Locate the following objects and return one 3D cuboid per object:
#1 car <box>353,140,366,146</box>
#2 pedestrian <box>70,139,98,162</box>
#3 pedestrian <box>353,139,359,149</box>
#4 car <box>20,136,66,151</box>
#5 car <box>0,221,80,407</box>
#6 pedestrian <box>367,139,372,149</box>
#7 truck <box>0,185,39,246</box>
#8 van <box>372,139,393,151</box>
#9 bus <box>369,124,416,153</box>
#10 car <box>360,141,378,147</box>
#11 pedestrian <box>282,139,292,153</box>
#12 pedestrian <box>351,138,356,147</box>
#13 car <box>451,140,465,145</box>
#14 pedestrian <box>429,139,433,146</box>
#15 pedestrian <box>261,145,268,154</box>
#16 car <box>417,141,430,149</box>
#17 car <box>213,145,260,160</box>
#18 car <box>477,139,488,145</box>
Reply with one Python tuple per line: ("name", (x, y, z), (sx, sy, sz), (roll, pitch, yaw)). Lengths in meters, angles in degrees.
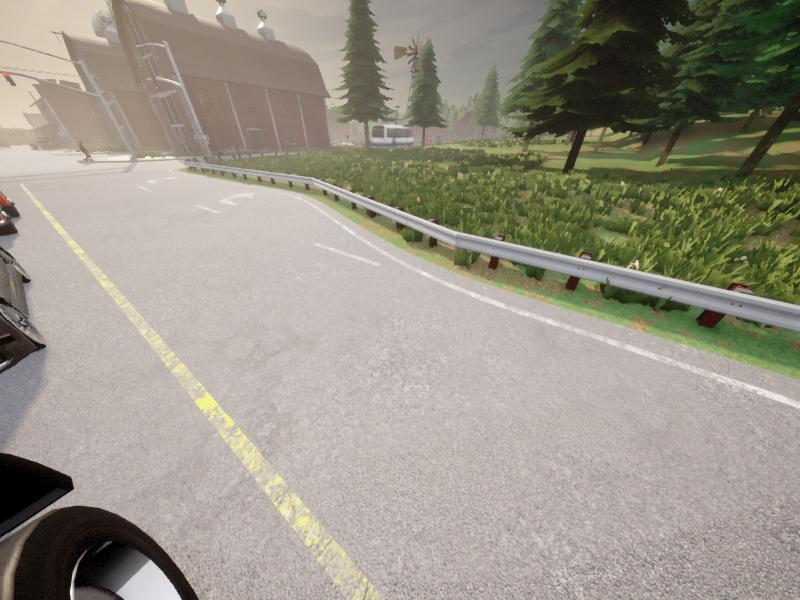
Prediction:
("car", (-13.439, -52.057, 76.527), (1.816, 1.474, 4.193), (22, 40, 27))
("pedestrian", (-31.242, -14.779, 22.867), (0.751, 1.860, 0.751), (21, 40, 27))
("pedestrian", (-9.144, -32.638, 48.341), (0.751, 1.860, 0.751), (12, 37, 16))
("car", (-65.223, -28.692, 42.298), (3.866, 1.878, 1.905), (-6, 41, -6))
("car", (-6.373, -0.094, 2.712), (4.902, 1.511, 2.128), (22, 41, 28))
("pedestrian", (-6.772, -34.502, 51.006), (0.751, 1.860, 0.751), (24, 41, 29))
("truck", (-12.585, -2.885, 5.778), (5.204, 2.467, 2.627), (22, 40, 27))
("van", (-3.619, -32.780, 48.730), (2.069, 2.038, 4.480), (22, 41, 28))
("bus", (-1.180, -32.282, 46.130), (3.944, 4.253, 10.273), (22, 41, 28))
("car", (-8.927, -44.680, 66.096), (4.902, 1.511, 2.128), (21, 40, 27))
("pedestrian", (-18.216, -24.906, 37.293), (0.751, 1.860, 0.751), (24, 41, 30))
("pedestrian", (-12.584, -42.799, 62.749), (0.751, 1.860, 0.751), (-25, 42, -31))
("car", (22.825, -62.002, 90.864), (5.008, 1.535, 1.882), (22, 41, 28))
("pedestrian", (9.332, -47.672, 69.827), (0.751, 1.860, 0.751), (23, 41, 29))
("pedestrian", (-20.416, -22.702, 34.807), (0.500, 1.100, 0.500), (-27, 43, -33))
("car", (5.594, -36.689, 54.759), (1.845, 1.501, 3.633), (12, 37, 17))
("car", (-20.546, -18.655, 29.132), (1.994, 1.385, 4.181), (22, 41, 28))
("car", (30.950, -59.297, 86.790), (1.905, 1.878, 3.866), (-5, 36, -8))
